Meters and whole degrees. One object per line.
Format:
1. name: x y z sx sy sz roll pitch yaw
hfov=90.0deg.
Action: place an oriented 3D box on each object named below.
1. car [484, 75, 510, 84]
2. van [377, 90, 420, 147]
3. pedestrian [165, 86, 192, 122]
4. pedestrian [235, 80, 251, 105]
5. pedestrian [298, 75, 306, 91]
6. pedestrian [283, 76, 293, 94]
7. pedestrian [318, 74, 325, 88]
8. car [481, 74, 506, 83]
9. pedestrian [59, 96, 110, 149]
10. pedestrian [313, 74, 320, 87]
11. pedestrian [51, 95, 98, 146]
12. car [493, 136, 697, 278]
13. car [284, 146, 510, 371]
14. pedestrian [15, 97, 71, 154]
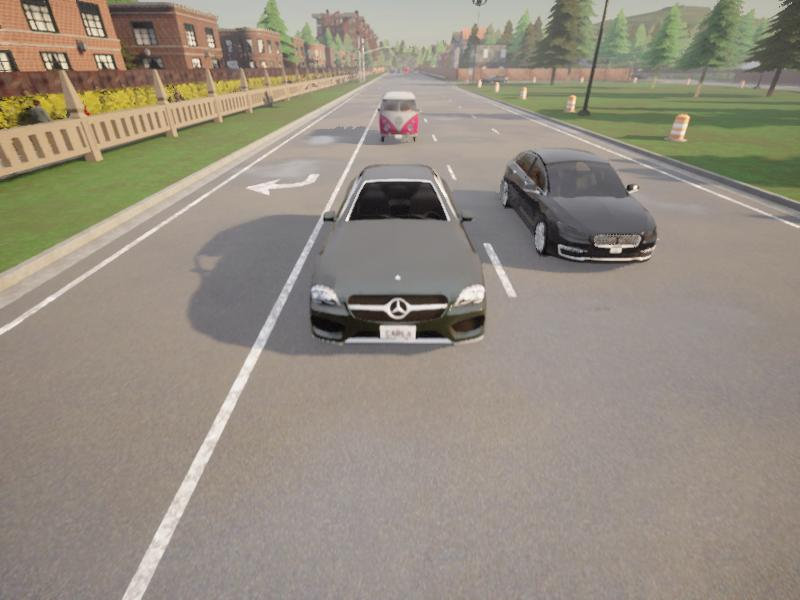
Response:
1. car: 20.038 -45.591 82.639 4.514 1.525 2.007 -7 31 -12
2. van: -0.058 -8.669 18.893 1.775 1.987 4.442 0 30 0
3. pedestrian: -12.991 -11.512 23.540 0.751 1.860 0.751 -1 30 -2
4. pedestrian: -13.260 -17.497 33.789 0.751 1.860 0.751 0 30 -1
5. pedestrian: -12.950 -28.656 52.910 0.751 1.860 0.751 0 30 0
6. pedestrian: -13.203 -25.330 47.211 0.751 1.860 0.751 0 30 0
7. pedestrian: -12.313 -34.307 62.585 0.751 1.860 0.751 1 30 1
8. car: 20.024 -47.459 85.757 4.611 1.667 2.242 -7 31 -11
9. pedestrian: -12.416 -7.000 15.814 0.751 1.860 0.751 -1 30 -1
10. pedestrian: -13.184 -34.473 62.871 0.751 1.860 0.751 2 30 3
11. pedestrian: -13.354 -7.384 16.473 0.751 1.860 0.751 -7 31 -11
12. car: 3.465 -2.255 8.393 1.837 1.490 4.892 0 31 0
13. car: -0.029 -1.161 6.398 2.152 1.651 5.027 0 30 0
14. pedestrian: -13.391 -6.565 15.070 0.751 1.860 0.751 -3 30 -5
